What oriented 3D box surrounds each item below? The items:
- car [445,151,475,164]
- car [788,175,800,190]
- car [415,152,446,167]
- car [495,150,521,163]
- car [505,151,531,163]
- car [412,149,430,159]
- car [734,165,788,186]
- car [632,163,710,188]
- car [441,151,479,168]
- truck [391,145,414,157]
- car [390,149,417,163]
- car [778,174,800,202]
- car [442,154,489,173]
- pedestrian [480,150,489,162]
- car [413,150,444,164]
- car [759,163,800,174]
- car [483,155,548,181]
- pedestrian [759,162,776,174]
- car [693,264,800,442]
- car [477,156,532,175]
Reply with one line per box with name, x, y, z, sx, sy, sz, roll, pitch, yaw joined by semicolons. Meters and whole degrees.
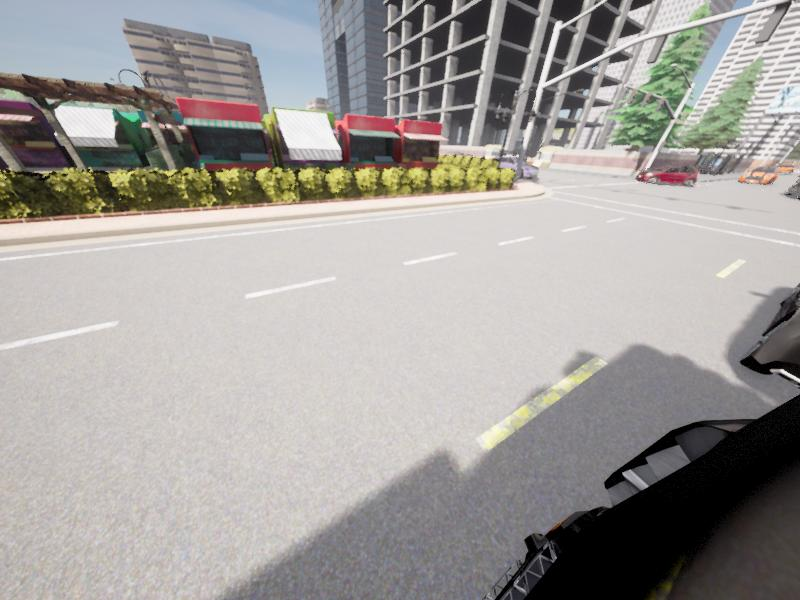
car;10.057;-24.304;39.378;1.882;1.535;5.008;-16;38;-25
car;40.789;-11.710;22.718;4.892;1.490;1.837;-16;38;-25
car;3.968;-18.623;30.541;1.816;1.474;4.193;-16;38;-25
car;21.135;-28.121;45.256;1.905;1.878;3.866;-16;38;-25
car;23.698;-28.843;46.505;1.905;1.878;3.866;-16;38;-25
car;4.342;-30.085;47.627;1.789;1.549;3.705;-16;38;-25
car;39.925;-13.821;25.545;4.553;1.767;2.097;-16;38;-25
car;24.498;-11.438;21.127;3.988;1.617;1.851;11;35;12
car;7.865;-18.710;30.751;2.242;1.667;4.611;-16;38;-26
truck;0.521;-34.172;52.995;2.390;2.098;6.274;-16;38;-25
car;0.421;-22.225;35.634;1.882;1.535;5.008;-16;38;-25
car;29.333;-7.757;16.103;5.357;1.411;2.033;-27;43;-36
car;7.199;-15.367;25.881;2.163;1.488;4.792;-16;38;-25
pedestrian;14.849;-25.434;40.775;0.751;1.860;0.751;-16;38;-26
car;4.301;-22.246;35.928;2.038;1.542;4.974;-16;38;-25
car;89.364;-30.986;54.471;2.097;1.767;4.553;-28;44;-37
car;10.369;-12.224;21.260;2.033;1.649;4.856;-16;38;-25
pedestrian;71.756;-25.771;45.132;0.751;1.860;0.751;-11;36;-19
car;6.042;0.267;2.507;4.902;1.511;2.128;-16;38;-25
car;11.405;-15.021;25.720;2.033;1.411;5.357;-16;38;-25
